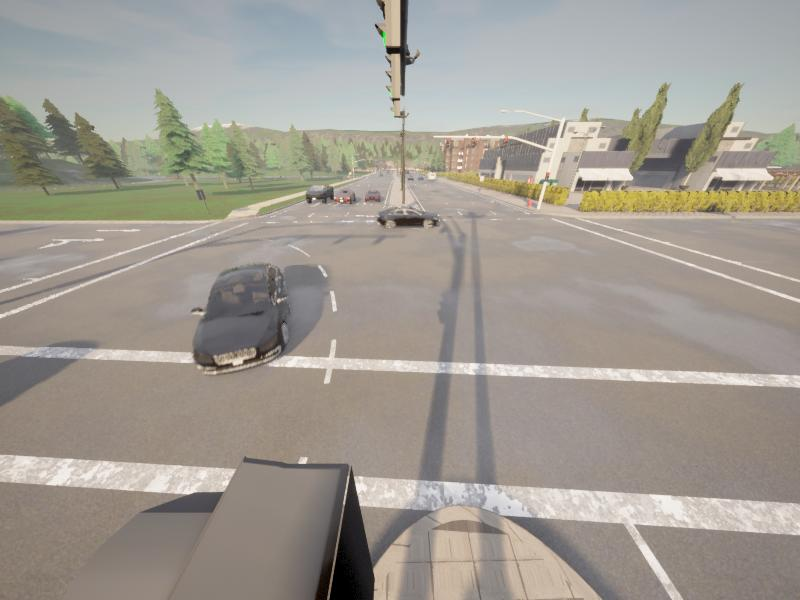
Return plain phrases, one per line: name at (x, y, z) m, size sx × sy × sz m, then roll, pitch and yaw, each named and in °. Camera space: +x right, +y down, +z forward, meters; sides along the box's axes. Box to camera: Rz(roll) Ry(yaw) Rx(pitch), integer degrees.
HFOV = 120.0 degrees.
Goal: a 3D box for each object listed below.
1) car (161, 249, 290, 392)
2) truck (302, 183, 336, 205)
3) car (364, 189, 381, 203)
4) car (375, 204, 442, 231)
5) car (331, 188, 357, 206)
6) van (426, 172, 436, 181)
car at (-4.439, 0.008, 6.797) m, size 1.837 × 1.490 × 4.892 m, roll -11°, pitch 32°, yaw -20°
truck at (-10.710, -14.415, 31.174) m, size 2.390 × 2.098 × 6.274 m, roll 0°, pitch 30°, yaw -1°
car at (-3.720, -14.464, 31.989) m, size 1.994 × 1.385 × 4.181 m, roll 0°, pitch 30°, yaw -1°
car at (0.569, -6.481, 18.021) m, size 4.902 × 1.511 × 2.128 m, roll -2°, pitch 30°, yaw -4°
car at (-7.190, -13.642, 30.312) m, size 2.152 × 1.651 × 5.027 m, roll 0°, pitch 30°, yaw -1°
van at (10.659, -42.364, 79.256) m, size 2.351 × 2.431 × 6.366 m, roll 0°, pitch 30°, yaw 0°
